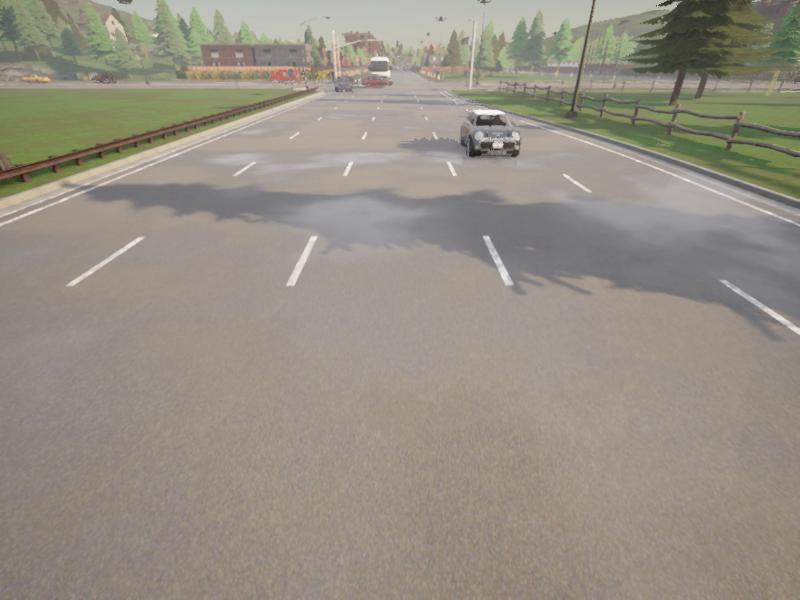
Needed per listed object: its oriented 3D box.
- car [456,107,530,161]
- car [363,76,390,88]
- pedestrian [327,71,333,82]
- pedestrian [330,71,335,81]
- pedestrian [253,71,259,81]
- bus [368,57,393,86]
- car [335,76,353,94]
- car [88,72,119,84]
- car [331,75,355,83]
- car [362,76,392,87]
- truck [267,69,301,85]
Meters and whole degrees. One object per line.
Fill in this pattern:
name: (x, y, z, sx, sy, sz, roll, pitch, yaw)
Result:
car: (3.500, -6.655, 15.856, 1.970, 1.475, 3.806, 0, 30, 0)
car: (-3.575, -33.654, 61.740, 3.988, 1.617, 1.851, 0, 30, 0)
pedestrian: (-14.088, -45.035, 80.485, 0.751, 1.860, 0.751, 21, 37, 32)
pedestrian: (-13.747, -45.796, 81.771, 0.751, 1.860, 0.751, -2, 30, -4)
pedestrian: (-30.770, -47.976, 85.542, 0.751, 1.860, 0.751, 0, 30, 0)
bus: (-3.391, -41.296, 72.151, 3.944, 4.253, 10.273, 0, 30, 0)
car: (-7.083, -27.283, 50.696, 2.097, 1.767, 4.553, -3, 30, -5)
car: (-55.620, -41.651, 75.076, 3.866, 1.878, 1.905, 0, 30, 0)
car: (-11.211, -43.564, 78.862, 4.181, 1.385, 1.994, -21, 36, -31)
car: (-3.692, -35.373, 64.793, 4.792, 1.488, 2.163, 0, 30, 1)
truck: (-20.693, -39.930, 71.595, 5.204, 2.467, 2.627, 1, 30, 0)
